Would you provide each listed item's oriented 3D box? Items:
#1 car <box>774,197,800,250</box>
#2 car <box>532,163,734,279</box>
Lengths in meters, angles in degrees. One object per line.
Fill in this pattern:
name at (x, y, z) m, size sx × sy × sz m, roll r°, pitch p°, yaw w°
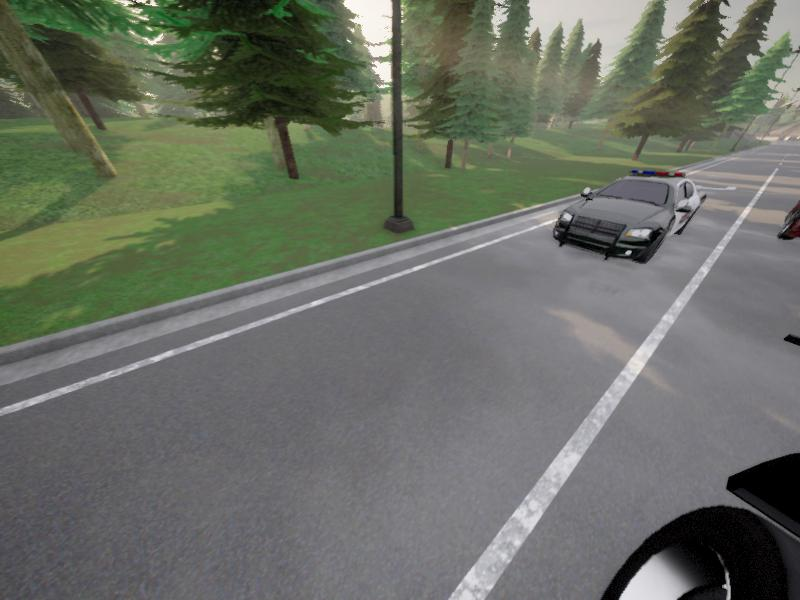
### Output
car at (11.691, -2.185, 5.728) m, size 4.181 × 1.385 × 1.994 m, roll -22°, pitch 41°, yaw -28°
car at (5.966, -2.369, 5.895) m, size 4.974 × 1.542 × 2.038 m, roll -23°, pitch 41°, yaw -28°
